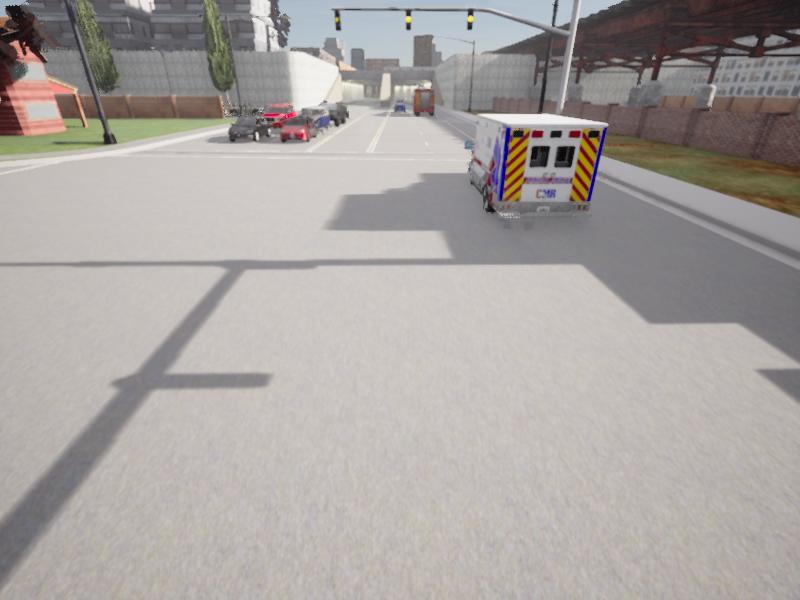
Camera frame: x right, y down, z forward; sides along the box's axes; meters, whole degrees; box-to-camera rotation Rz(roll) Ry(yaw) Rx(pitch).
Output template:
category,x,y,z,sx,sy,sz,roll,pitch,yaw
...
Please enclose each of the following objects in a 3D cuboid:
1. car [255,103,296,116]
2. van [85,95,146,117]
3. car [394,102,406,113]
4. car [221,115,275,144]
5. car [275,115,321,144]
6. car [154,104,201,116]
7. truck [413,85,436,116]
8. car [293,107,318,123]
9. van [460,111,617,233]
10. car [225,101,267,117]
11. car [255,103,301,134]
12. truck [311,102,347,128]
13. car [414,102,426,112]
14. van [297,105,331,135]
category,x,y,z,sx,sy,sz,roll,pitch,yaw
car,-17.514,-26.848,56.415,4.902,1.511,2.128,0,28,0
van,-37.552,-25.658,52.899,5.915,2.561,1.988,0,28,0
car,0.009,-32.088,66.560,1.882,1.535,5.008,0,28,0
car,-10.493,-12.052,28.062,1.837,1.490,4.892,0,28,0
car,-6.991,-11.952,27.857,2.007,1.525,4.514,0,28,0
car,-31.268,-26.781,56.331,5.357,1.411,2.033,0,28,-1
truck,3.516,-29.873,59.850,2.891,3.827,8.468,0,28,0
car,-10.603,-21.005,45.276,1.970,1.475,3.806,-1,28,-2
van,3.510,-4.185,12.027,2.351,2.431,6.366,0,28,0
car,-20.433,-25.397,53.219,4.605,1.855,1.932,0,28,0
car,-10.448,-15.824,34.703,2.150,2.045,5.566,0,28,0
truck,-6.900,-18.429,39.677,2.390,2.098,6.274,1,27,1
car,3.510,-34.056,70.459,1.812,1.442,4.674,0,28,0
van,-6.991,-14.973,33.162,1.775,1.987,4.442,0,27,0
